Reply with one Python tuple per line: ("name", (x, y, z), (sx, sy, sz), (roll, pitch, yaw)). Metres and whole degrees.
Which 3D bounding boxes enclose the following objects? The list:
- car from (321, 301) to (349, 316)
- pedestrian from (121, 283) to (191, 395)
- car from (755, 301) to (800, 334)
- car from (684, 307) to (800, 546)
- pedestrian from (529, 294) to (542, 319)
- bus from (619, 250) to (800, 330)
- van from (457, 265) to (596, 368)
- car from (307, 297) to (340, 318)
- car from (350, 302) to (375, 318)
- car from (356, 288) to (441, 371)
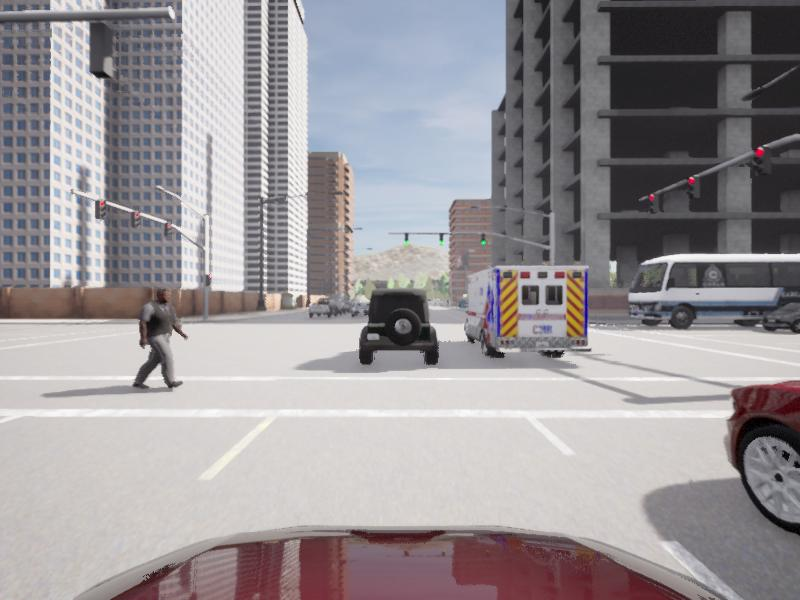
("car", (-6.978, 0.893, 43.413), (2.163, 1.488, 4.792), (0, 0, 1))
("pedestrian", (-4.238, 0.644, 7.001), (0.751, 1.860, 0.751), (0, 0, 5))
("car", (20.243, 0.834, 19.792), (3.705, 1.549, 1.789), (0, 0, 1))
("car", (3.516, 0.824, 1.148), (1.882, 1.535, 5.008), (0, 0, 1))
("pedestrian", (10.172, 0.514, 30.069), (0.751, 1.860, 0.751), (0, 0, 5))
("bus", (18.895, -0.512, 23.184), (10.273, 4.253, 3.944), (0, 0, 1))
("van", (3.454, 0.390, 12.649), (2.351, 2.431, 6.366), (0, 0, 0))
("car", (-7.051, 0.688, 37.261), (1.932, 1.855, 4.605), (0, 0, 3))
("car", (-3.555, 0.890, 38.545), (1.970, 1.475, 3.806), (0, 0, 1))
("car", (-0.038, 0.657, 10.936), (1.905, 1.878, 3.866), (0, 0, 0))
